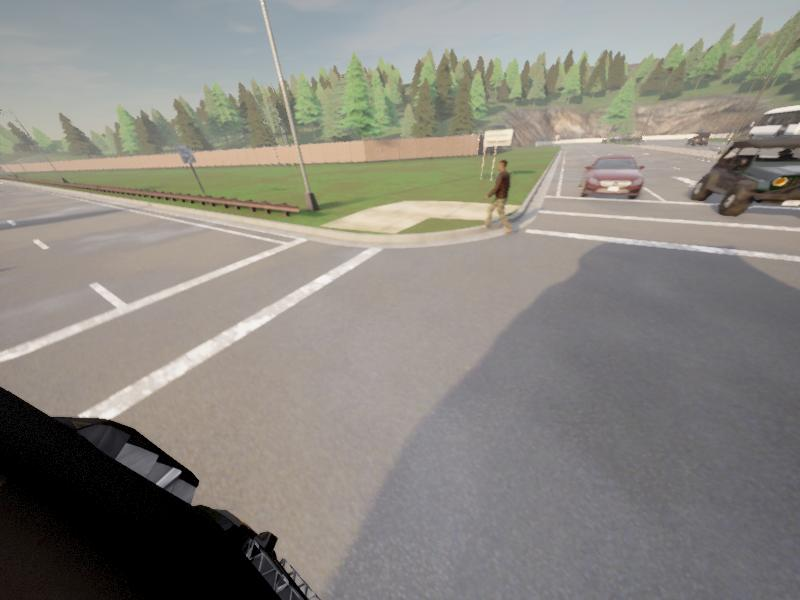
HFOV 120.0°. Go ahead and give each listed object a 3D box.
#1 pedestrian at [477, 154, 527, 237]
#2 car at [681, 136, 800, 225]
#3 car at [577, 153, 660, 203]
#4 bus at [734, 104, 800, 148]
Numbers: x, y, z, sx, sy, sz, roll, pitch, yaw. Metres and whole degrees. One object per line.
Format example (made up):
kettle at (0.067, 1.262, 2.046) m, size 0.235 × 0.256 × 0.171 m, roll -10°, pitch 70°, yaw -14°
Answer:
pedestrian at (2.672, -2.749, 6.152) m, size 0.751 × 1.860 × 0.751 m, roll 18°, pitch 39°, yaw 28°
car at (11.203, -3.803, 7.064) m, size 1.905 × 1.878 × 3.866 m, roll 16°, pitch 39°, yaw 26°
car at (9.362, -5.625, 10.362) m, size 1.812 × 1.442 × 4.674 m, roll 16°, pitch 38°, yaw 27°
bus at (49.339, -21.950, 29.180) m, size 3.944 × 4.253 × 10.273 m, roll 16°, pitch 38°, yaw 26°
